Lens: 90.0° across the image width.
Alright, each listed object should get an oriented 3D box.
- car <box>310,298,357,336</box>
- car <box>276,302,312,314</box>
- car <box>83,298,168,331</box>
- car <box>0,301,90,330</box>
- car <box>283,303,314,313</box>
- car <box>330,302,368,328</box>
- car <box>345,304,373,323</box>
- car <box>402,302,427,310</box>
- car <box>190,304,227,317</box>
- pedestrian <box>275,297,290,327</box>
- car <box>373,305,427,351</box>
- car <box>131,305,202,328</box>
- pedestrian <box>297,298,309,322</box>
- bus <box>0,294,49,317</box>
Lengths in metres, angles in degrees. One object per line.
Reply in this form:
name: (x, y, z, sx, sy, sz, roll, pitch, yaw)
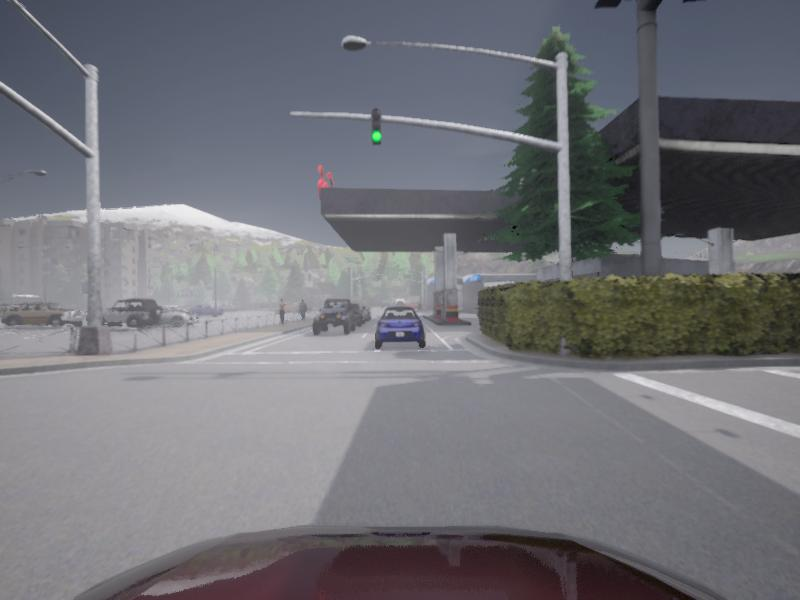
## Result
car: (-3.504, 0.845, 21.850, 1.905, 1.878, 3.866, -1, 0, 0)
car: (-16.411, 1.230, 62.158, 5.027, 1.636, 2.152, -1, 0, 0)
car: (-16.779, 0.856, 24.575, 3.866, 1.878, 1.905, -1, 0, 0)
car: (-24.663, 1.022, 27.820, 4.605, 1.855, 1.932, -1, 0, 0)
car: (-16.479, 1.251, 65.295, 4.514, 1.523, 2.007, -1, 0, 0)
car: (-3.497, 0.998, 28.302, 2.033, 1.649, 4.856, -1, 0, 0)
car: (-3.492, 1.095, 34.625, 1.970, 1.475, 3.806, -1, 0, 0)
car: (2.852, 1.150, 79.563, 4.514, 1.525, 2.007, -1, 0, -24)
car: (-24.022, 1.310, 50.272, 3.633, 1.501, 1.845, -1, 0, 0)
pedestrian: (-7.628, 0.768, 25.923, 0.751, 1.860, 0.751, -1, 0, -1)
car: (-0.003, 0.973, 15.625, 1.816, 1.474, 4.193, -1, 0, 0)
car: (-16.181, 1.141, 27.902, 3.806, 1.475, 1.970, -1, 0, 0)
pedestrian: (-7.702, 0.790, 31.914, 0.751, 1.860, 0.751, -1, 0, -1)
bus: (-76.083, 1.095, 78.723, 10.273, 4.253, 3.944, -1, 0, -1)
